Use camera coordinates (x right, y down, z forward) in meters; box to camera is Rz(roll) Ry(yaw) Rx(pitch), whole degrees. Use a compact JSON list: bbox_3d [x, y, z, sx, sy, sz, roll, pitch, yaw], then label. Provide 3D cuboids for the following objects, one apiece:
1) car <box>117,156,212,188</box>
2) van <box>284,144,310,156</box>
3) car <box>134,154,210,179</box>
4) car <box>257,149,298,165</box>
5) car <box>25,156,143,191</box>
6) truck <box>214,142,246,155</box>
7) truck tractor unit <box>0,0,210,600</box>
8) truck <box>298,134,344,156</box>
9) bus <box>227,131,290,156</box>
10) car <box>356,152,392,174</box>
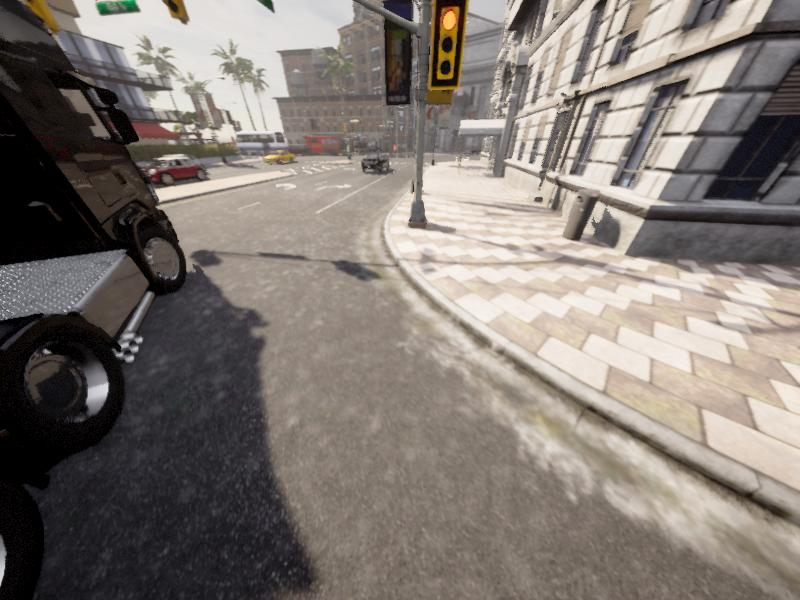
[{"bbox_3d":[-15.400,-8.649,15.465,1.970,1.475,3.806,6,35,8],"label":"car"},{"bbox_3d":[-21.681,-31.679,48.842,4.442,1.987,1.775,6,35,8],"label":"van"},{"bbox_3d":[-18.252,-10.927,18.804,1.970,1.475,3.806,6,35,8],"label":"car"},{"bbox_3d":[-15.832,-18.834,30.342,1.801,1.575,5.366,6,35,8],"label":"car"},{"bbox_3d":[-19.178,-7.950,14.355,1.789,1.549,3.705,6,35,8],"label":"car"},{"bbox_3d":[-39.902,-35.773,54.359,5.204,2.467,2.627,6,35,8],"label":"truck"},{"bbox_3d":[-4.357,-0.714,1.396,3.053,4.208,6.516,-17,38,-23],"label":"truck tractor unit"},{"bbox_3d":[-17.147,-33.974,50.597,8.468,3.827,2.891,6,35,8],"label":"truck"},{"bbox_3d":[-29.920,-33.401,49.331,10.273,4.253,3.944,6,35,8],"label":"bus"},{"bbox_3d":[-2.319,-13.229,22.216,2.128,1.511,4.902,6,35,8],"label":"car"}]
